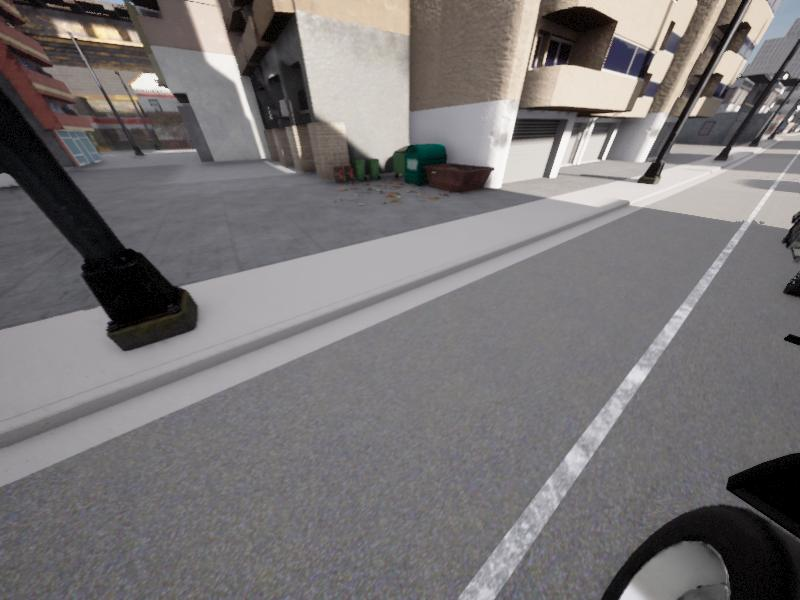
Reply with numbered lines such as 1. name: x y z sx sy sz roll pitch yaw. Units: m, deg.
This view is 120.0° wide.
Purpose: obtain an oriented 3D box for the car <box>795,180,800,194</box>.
1. car: 21.105 -5.920 10.799 4.902 1.511 2.128 -22 41 -27

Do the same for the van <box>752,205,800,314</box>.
1. van: 9.174 -1.497 3.843 6.366 2.431 2.351 -22 41 -28

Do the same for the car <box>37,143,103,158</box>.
1. car: -46.585 -21.284 32.828 4.902 1.511 2.128 -22 41 -27
